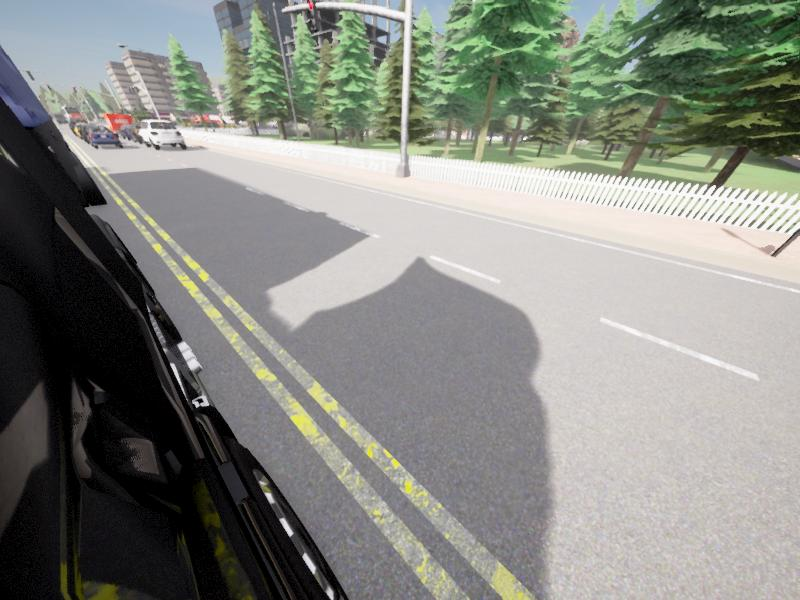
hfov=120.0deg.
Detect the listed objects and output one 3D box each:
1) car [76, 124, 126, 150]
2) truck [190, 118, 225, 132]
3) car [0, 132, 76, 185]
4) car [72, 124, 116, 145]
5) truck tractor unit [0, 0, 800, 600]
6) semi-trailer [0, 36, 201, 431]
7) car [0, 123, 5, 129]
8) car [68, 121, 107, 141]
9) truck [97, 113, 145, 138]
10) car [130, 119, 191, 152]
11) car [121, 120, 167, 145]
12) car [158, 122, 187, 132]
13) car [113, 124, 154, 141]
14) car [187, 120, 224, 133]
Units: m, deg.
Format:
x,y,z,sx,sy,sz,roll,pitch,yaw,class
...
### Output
x,y,z,sx,sy,sz,roll,pitch,yaw,class
-24.998,-13.675,19.332,3.705,1.549,1.789,28,43,30,car
-45.451,-41.297,54.625,2.627,2.467,5.204,26,42,29,truck
-15.561,-5.961,9.556,3.806,1.475,1.970,28,44,31,car
-29.847,-16.188,22.512,4.193,1.474,1.816,28,43,30,car
-2.645,-0.295,0.351,6.516,4.208,3.053,28,44,30,truck tractor unit
-8.667,-3.610,4.283,14.254,4.402,2.717,28,44,30,semi-trailer
-65.830,-27.357,35.570,1.812,1.442,4.674,4,37,3,car
-35.199,-19.045,25.971,5.366,1.575,1.801,28,43,30,car
-36.398,-22.760,30.160,5.204,2.467,2.627,28,44,30,truck
-20.948,-14.468,20.212,5.566,2.045,2.150,28,44,30,car
-26.510,-17.322,23.885,4.605,1.855,1.932,28,43,30,car
-49.743,-37.926,50.562,1.851,1.617,3.988,28,44,31,car
-31.525,-19.793,27.267,4.792,1.488,2.163,28,43,30,car
-43.691,-39.054,52.048,2.150,2.045,5.566,27,43,29,car
